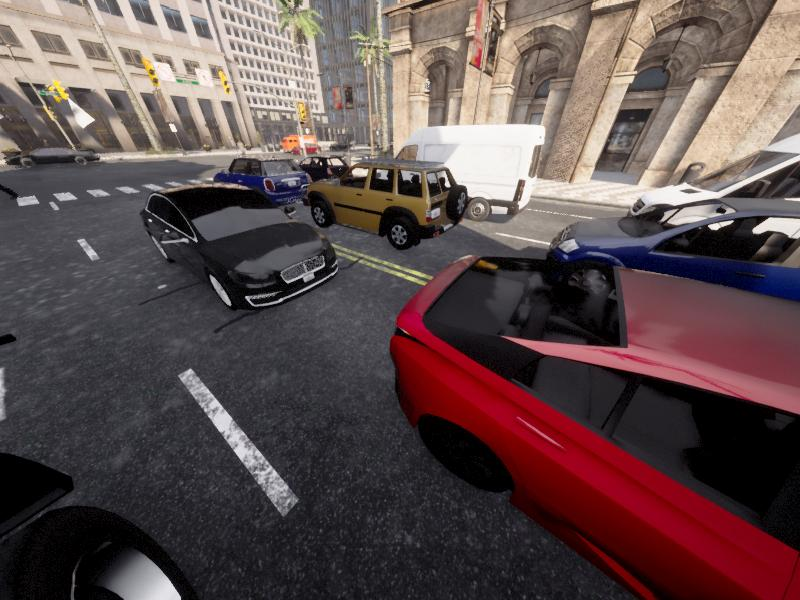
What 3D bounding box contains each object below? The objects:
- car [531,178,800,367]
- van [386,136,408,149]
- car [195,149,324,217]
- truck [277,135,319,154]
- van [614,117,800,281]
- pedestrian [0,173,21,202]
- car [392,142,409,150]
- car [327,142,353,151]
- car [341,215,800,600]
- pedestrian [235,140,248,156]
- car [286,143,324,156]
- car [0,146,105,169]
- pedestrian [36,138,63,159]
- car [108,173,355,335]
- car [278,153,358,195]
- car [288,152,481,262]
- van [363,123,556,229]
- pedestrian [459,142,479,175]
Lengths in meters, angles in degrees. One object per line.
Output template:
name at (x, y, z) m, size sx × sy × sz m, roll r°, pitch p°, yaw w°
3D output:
car at (4.548, -0.620, 3.433) m, size 3.988 × 1.617 × 1.851 m, roll 22°, pitch 41°, yaw 28°
van at (-0.617, -37.953, 55.552) m, size 1.988 × 2.561 × 5.915 m, roll 23°, pitch 41°, yaw 28°
car at (-5.533, -4.810, 9.147) m, size 4.553 × 1.767 × 2.097 m, roll 22°, pitch 41°, yaw 28°
truck at (-16.354, -25.229, 37.490) m, size 2.627 × 2.467 × 5.204 m, roll 22°, pitch 40°, yaw 28°
van at (8.506, -1.848, 4.395) m, size 5.915 × 2.561 × 1.988 m, roll 22°, pitch 41°, yaw 28°
pedestrian at (-16.707, -5.012, 9.257) m, size 0.751 × 1.860 × 0.751 m, roll 25°, pitch 42°, yaw 30°
car at (0.185, -34.639, 51.885) m, size 1.970 × 1.475 × 3.806 m, roll 23°, pitch 41°, yaw 28°
car at (-12.209, -31.346, 47.049) m, size 2.163 × 1.488 × 4.792 m, roll 22°, pitch 41°, yaw 28°
car at (2.079, 0.865, 1.377) m, size 4.514 × 1.525 × 2.007 m, roll 22°, pitch 41°, yaw 28°
pedestrian at (-21.844, -20.958, 31.860) m, size 0.751 × 1.860 × 0.751 m, roll -30°, pitch 45°, yaw -35°
car at (-14.298, -23.014, 35.203) m, size 2.163 × 1.488 × 4.792 m, roll 22°, pitch 41°, yaw 28°
car at (-31.118, -12.893, 20.792) m, size 2.033 × 1.411 × 5.357 m, roll 22°, pitch 41°, yaw 28°
pedestrian at (-38.228, -16.536, 25.203) m, size 0.751 × 1.860 × 0.751 m, roll 21°, pitch 40°, yaw 27°
car at (-3.375, -1.376, 4.549) m, size 4.892 × 1.490 × 1.837 m, roll 23°, pitch 41°, yaw 28°
car at (-4.216, -6.632, 11.973) m, size 3.633 × 1.501 × 1.845 m, roll 23°, pitch 41°, yaw 28°
car at (-0.574, -2.831, 6.299) m, size 4.605 × 1.855 × 1.932 m, roll 22°, pitch 41°, yaw 28°
van at (1.654, -4.658, 8.337) m, size 5.915 × 2.561 × 1.988 m, roll 22°, pitch 41°, yaw 28°
pedestrian at (4.600, -9.498, 15.510) m, size 0.751 × 1.860 × 0.751 m, roll 21°, pitch 40°, yaw 27°
